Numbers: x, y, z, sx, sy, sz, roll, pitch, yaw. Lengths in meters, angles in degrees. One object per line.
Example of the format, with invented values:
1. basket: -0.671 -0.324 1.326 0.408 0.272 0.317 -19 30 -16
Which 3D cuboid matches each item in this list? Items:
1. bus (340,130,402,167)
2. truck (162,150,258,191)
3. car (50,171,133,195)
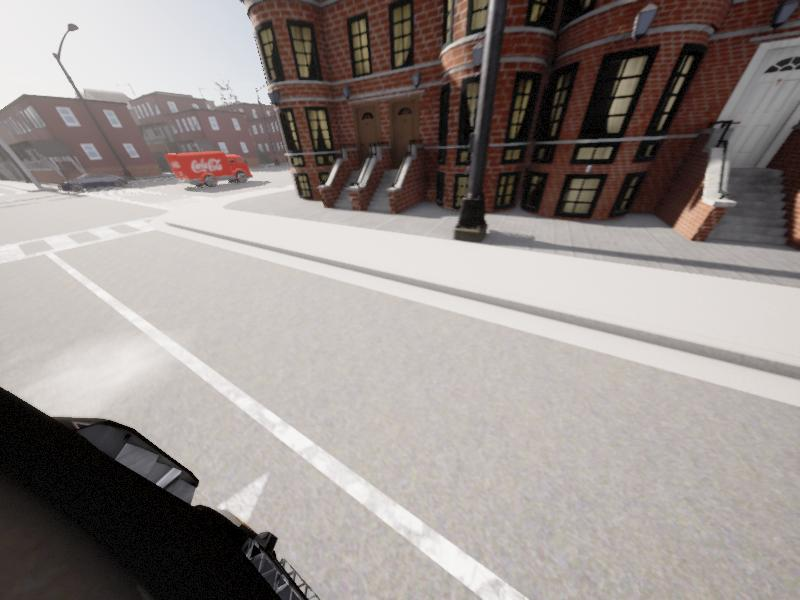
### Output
1. bus: -3.972 -23.814 36.208 3.944 4.253 10.273 16 38 26
2. truck: -15.788 -11.151 19.677 2.627 2.467 5.204 17 38 27
3. car: -27.729 -10.726 20.942 1.994 1.385 4.181 19 40 30
